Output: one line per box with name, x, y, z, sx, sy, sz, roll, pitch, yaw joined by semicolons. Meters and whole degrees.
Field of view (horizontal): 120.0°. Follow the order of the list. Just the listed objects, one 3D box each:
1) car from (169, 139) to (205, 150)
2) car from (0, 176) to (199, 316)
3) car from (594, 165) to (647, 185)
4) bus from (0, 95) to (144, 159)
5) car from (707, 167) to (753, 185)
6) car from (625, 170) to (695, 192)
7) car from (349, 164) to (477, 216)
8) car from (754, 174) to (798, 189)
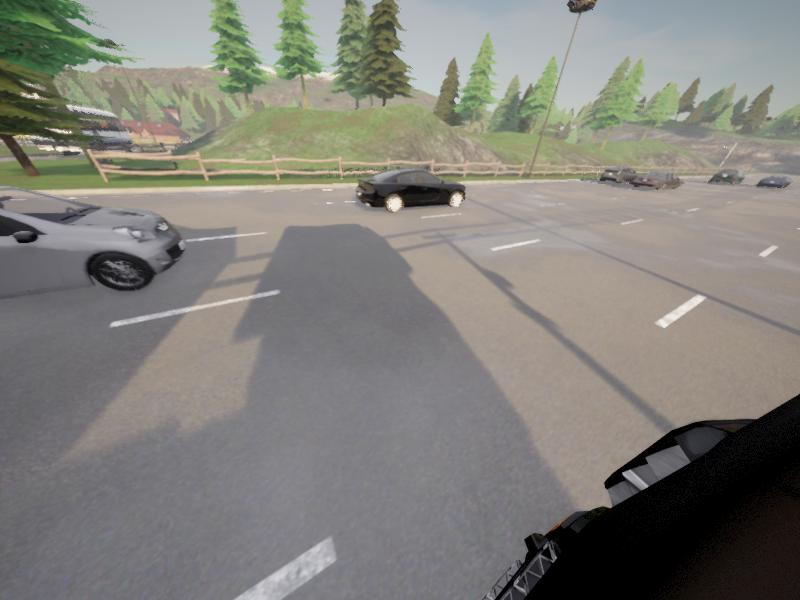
car;-41.884;-30.747;45.653;4.611;1.667;2.242;-15;37;-25
car;-5.776;-0.901;3.499;3.633;1.501;1.845;-15;37;-25
car;22.522;-12.777;23.628;4.514;1.525;2.007;-15;37;-25
bus;-32.769;-17.557;24.061;3.944;4.253;10.273;-11;36;-21
car;42.353;-15.928;29.684;4.553;1.767;2.097;-15;37;-25
car;22.998;-10.571;20.456;5.357;1.411;2.033;-12;36;-21
car;0.600;-4.790;9.855;5.008;1.535;1.882;-15;37;-25
car;45.756;-14.452;28.108;4.181;1.385;1.994;-15;37;-25
